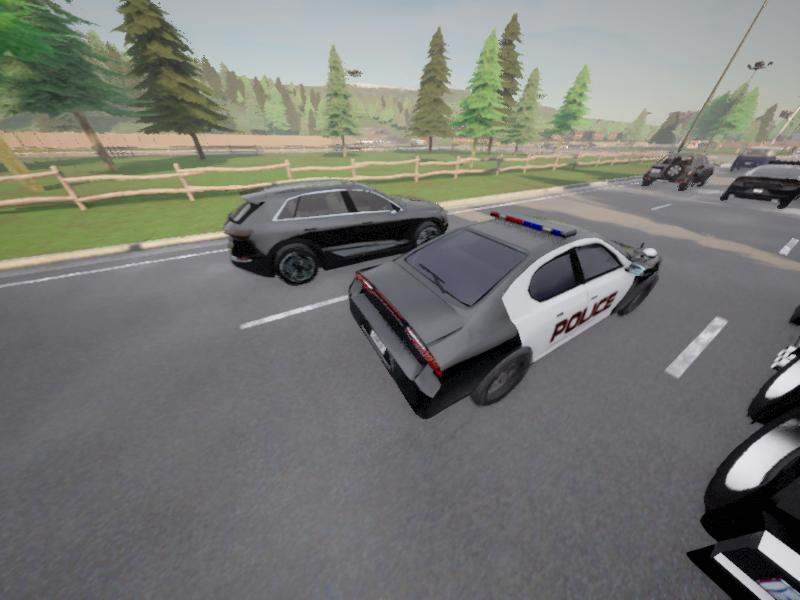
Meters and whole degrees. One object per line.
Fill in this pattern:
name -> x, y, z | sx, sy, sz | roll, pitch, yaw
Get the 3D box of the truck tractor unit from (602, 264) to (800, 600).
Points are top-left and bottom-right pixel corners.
truck tractor unit -> 5.112, -0.298, 0.795 | 6.516, 4.208, 3.053 | -18, 39, -24

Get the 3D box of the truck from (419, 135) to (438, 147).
truck -> 11.547, -64.641, 93.822 | 2.891, 3.827, 8.468 | -18, 39, -24

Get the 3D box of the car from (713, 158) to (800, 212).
car -> 17.229, -5.461, 10.621 | 5.238, 1.638, 1.930 | -18, 39, -24

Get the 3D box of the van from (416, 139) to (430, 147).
van -> 9.060, -62.534, 91.987 | 2.351, 2.431, 6.366 | -18, 39, -24

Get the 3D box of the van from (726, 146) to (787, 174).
van -> 32.680, -12.914, 21.207 | 4.442, 1.987, 1.775 | -18, 39, -24

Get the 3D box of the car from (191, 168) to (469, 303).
car -> -1.124, -1.814, 5.192 | 4.856, 1.649, 2.033 | -18, 39, -24

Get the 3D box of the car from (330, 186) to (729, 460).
car -> 1.880, -0.439, 3.335 | 4.974, 1.542, 2.038 | -18, 39, -24

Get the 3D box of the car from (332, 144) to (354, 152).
car -> -12.636, -33.651, 51.124 | 4.181, 1.385, 1.994 | -18, 39, -25

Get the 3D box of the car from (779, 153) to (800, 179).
car -> 32.192, -10.323, 17.748 | 4.611, 1.667, 2.242 | -18, 39, -24

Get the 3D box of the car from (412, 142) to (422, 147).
car -> 6.620, -60.523, 89.982 | 1.970, 1.475, 3.806 | -18, 39, -24

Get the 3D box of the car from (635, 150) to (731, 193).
car -> 16.516, -7.634, 13.531 | 4.605, 1.855, 1.932 | -18, 39, -25

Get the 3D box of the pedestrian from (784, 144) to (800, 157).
pedestrian -> 72.430, -27.583, 42.628 | 0.751, 1.860, 0.751 | -15, 38, -21
